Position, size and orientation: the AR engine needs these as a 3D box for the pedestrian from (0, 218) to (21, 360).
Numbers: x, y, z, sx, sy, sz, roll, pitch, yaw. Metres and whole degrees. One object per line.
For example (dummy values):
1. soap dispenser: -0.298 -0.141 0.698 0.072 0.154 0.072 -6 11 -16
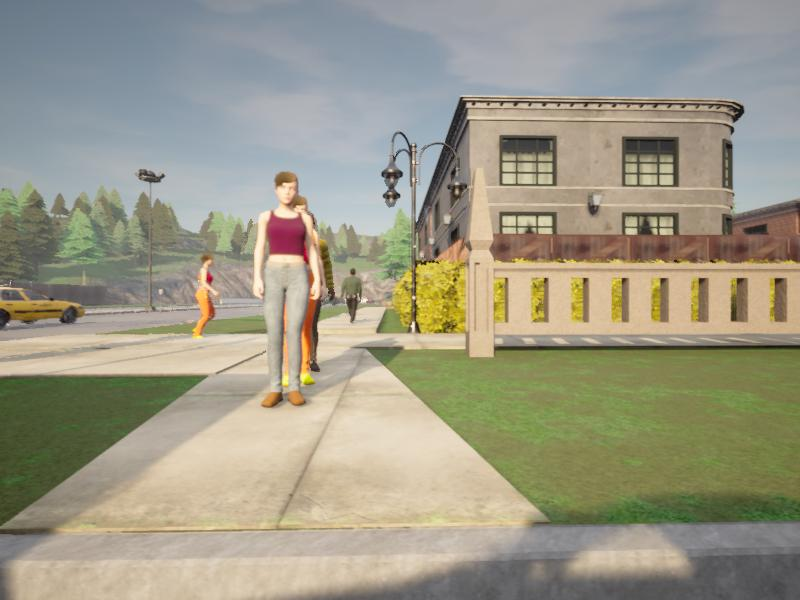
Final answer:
1. pedestrian: -5.601 -0.142 5.143 0.751 1.860 0.751 0 0 -7

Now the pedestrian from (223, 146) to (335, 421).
1. pedestrian: -0.910 -0.115 3.150 0.751 1.860 0.751 0 0 -12

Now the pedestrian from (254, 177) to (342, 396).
1. pedestrian: -1.001 -0.114 3.877 0.751 1.860 0.751 0 0 -18

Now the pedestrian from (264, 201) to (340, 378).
1. pedestrian: -1.092 -0.114 4.612 0.751 1.860 0.751 0 0 -6

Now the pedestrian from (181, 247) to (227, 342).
1. pedestrian: -4.022 -0.112 8.279 0.751 1.860 0.751 0 0 -17

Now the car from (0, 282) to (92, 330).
1. car: -14.069 0.212 14.465 1.801 1.575 5.366 0 0 -1

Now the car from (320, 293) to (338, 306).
1. car: -11.624 -0.024 66.226 2.150 2.045 5.566 0 0 -2

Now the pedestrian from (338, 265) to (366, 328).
1. pedestrian: -1.451 -0.114 12.231 0.751 1.860 0.751 0 0 0
